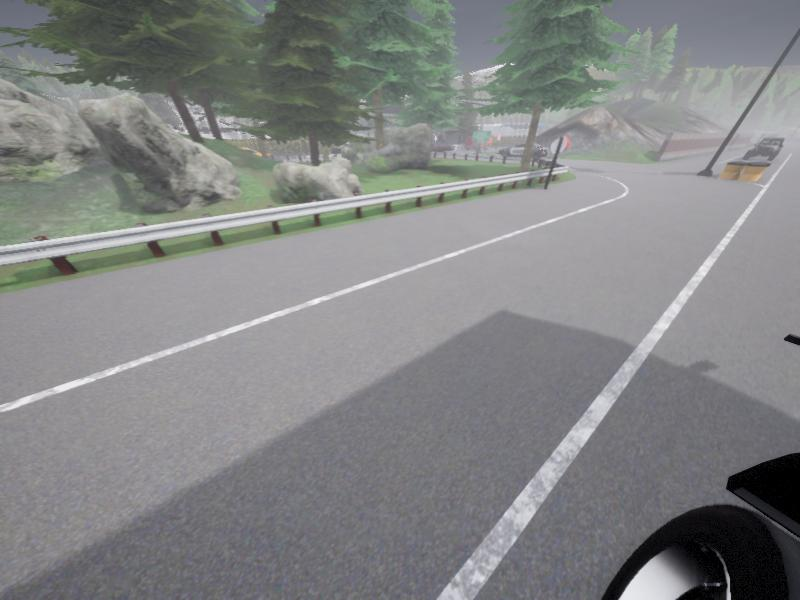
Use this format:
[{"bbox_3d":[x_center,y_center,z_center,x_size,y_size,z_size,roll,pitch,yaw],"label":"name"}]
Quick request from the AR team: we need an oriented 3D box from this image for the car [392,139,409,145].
[{"bbox_3d":[0.248,-50.130,73.419,4.974,1.542,2.038,-22,41,-28],"label":"car"}]

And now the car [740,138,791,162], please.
[{"bbox_3d":[36.956,-15.228,23.372,3.866,1.878,1.905,-22,41,-28],"label":"car"}]

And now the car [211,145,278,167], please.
[{"bbox_3d":[-15.757,-14.808,23.626,5.366,1.575,1.801,-22,41,-28],"label":"car"}]

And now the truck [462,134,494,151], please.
[{"bbox_3d":[14.782,-30.013,44.009,5.204,2.467,2.627,-19,39,-25],"label":"truck"}]

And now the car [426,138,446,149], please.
[{"bbox_3d":[8.013,-34.817,51.394,3.866,1.878,1.905,-23,41,-28],"label":"car"}]

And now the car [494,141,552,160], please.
[{"bbox_3d":[13.175,-16.292,25.113,2.038,1.542,4.974,-22,41,-28],"label":"car"}]

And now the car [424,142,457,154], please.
[{"bbox_3d":[6.292,-23.796,36.044,4.792,1.488,2.163,-21,40,-28],"label":"car"}]

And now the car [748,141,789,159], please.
[{"bbox_3d":[41.788,-17.068,26.210,3.705,1.549,1.789,-22,41,-28],"label":"car"}]
